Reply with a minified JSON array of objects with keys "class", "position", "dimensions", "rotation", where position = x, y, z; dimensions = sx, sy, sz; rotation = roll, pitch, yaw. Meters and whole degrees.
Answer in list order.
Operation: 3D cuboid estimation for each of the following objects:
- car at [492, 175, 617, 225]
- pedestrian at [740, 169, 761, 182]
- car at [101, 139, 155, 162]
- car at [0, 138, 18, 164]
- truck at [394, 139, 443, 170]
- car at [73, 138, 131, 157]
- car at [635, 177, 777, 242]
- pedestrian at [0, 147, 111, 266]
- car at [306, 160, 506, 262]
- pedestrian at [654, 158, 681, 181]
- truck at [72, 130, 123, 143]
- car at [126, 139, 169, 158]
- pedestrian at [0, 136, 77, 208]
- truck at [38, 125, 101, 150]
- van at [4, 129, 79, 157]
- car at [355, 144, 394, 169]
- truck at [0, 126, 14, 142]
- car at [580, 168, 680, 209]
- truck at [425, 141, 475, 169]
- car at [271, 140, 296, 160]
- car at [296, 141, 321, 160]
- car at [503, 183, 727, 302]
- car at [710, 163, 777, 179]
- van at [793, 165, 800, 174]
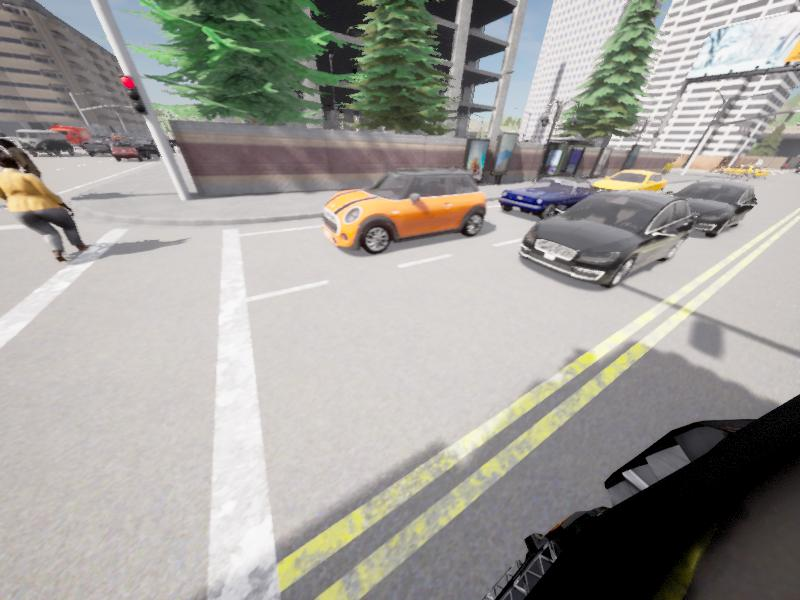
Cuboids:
[{"class":"car","position":[6.275,-4.218,9.409],"dimensions":[4.718,1.301,1.895],"rotation":[-16,38,-26]},{"class":"pedestrian","position":[40.675,-14.461,26.815],"dimensions":[0.751,1.300,0.751],"rotation":[-17,38,-26]},{"class":"car","position":[-24.252,-13.501,20.800],"dimensions":[1.851,1.617,3.988],"rotation":[-17,38,-26]},{"class":"car","position":[-27.893,-9.356,14.398],"dimensions":[2.152,1.651,5.027],"rotation":[-17,38,-26]},{"class":"truck","position":[1.809,-15.648,24.736],"dimensions":[2.615,2.467,5.204],"rotation":[-16,38,-26]},{"class":"car","position":[-30.636,-15.872,23.984],"dimensions":[2.128,1.511,4.902],"rotation":[-17,38,-26]},{"class":"car","position":[11.228,-3.487,8.472],"dimensions":[4.892,1.490,1.837],"rotation":[-16,38,-26]},{"class":"pedestrian","position":[-6.606,-1.684,4.245],"dimensions":[0.751,1.860,0.751],"rotation":[-16,38,-25]},{"class":"car","position":[0.222,-2.654,6.245],"dimensions":[4.553,1.767,2.097],"rotation":[-16,38,-26]},{"class":"pedestrian","position":[25.212,-12.305,21.828],"dimensions":[0.751,1.860,0.751],"rotation":[-14,37,-23]},{"class":"truck","position":[-67.963,-36.793,52.142],"dimensions":[6.274,2.098,2.390],"rotation":[-16,38,-26]},{"class":"car","position":[-27.591,-16.750,25.464],"dimensions":[1.882,1.535,5.008],"rotation":[-17,38,-26]},{"class":"pedestrian","position":[-11.478,-3.951,7.200],"dimensions":[0.751,1.860,0.751],"rotation":[-17,39,-27]},{"class":"truck","position":[-44.176,-21.878,31.148],"dimensions":[2.627,2.467,5.204],"rotation":[-17,38,-26]},{"class":"van","position":[-33.095,-14.634,21.559],"dimensions":[1.775,1.987,4.442],"rotation":[-17,39,-26]},{"class":"car","position":[-2.564,-14.109,22.638],"dimensions":[1.932,1.855,4.605],"rotation":[-16,38,-26]},{"class":"truck","position":[-65.804,-26.133,36.223],"dimensions":[4.478,2.038,2.069],"rotation":[-16,38,-26]},{"class":"car","position":[12.280,-6.070,12.334],"dimensions":[5.008,1.535,1.882],"rotation":[-16,38,-26]},{"class":"truck","position":[5.538,-16.741,26.603],"dimensions":[2.615,2.467,5.204],"rotation":[-16,38,-26]},{"class":"car","position":[-14.171,-18.270,28.044],"dimensions":[1.905,1.878,3.866],"rotation":[-16,38,-26]},{"class":"car","position":[-11.627,-19.016,29.318],"dimensions":[1.905,1.878,3.866],"rotation":[-16,38,-26]},{"class":"car","position":[4.988,-1.663,5.357],"dimensions":[4.892,1.490,1.837],"rotation":[-16,38,-26]},{"class":"car","position":[50.934,-19.331,34.507],"dimensions":[1.801,1.575,5.366],"rotation":[-3,34,-7]},{"class":"van","position":[88.204,-28.676,49.919],"dimensions":[5.915,2.561,1.988],"rotation":[-16,38,-26]}]
